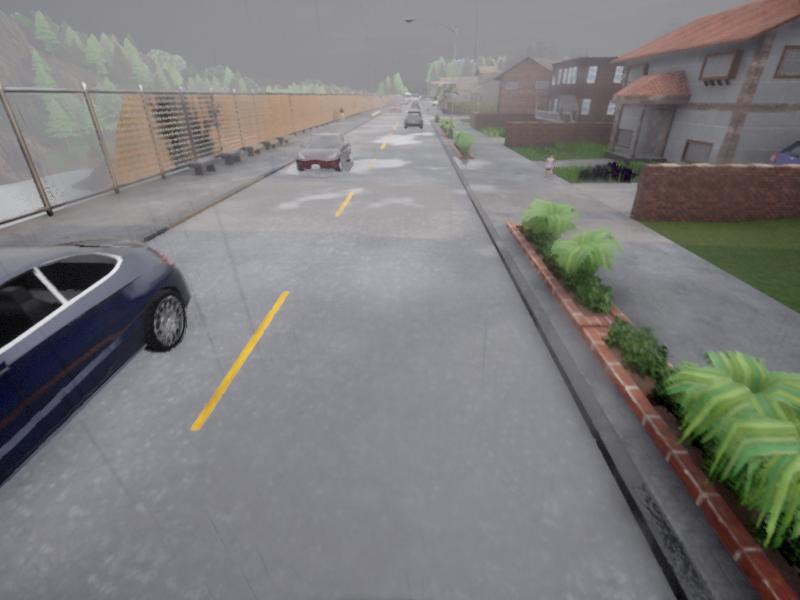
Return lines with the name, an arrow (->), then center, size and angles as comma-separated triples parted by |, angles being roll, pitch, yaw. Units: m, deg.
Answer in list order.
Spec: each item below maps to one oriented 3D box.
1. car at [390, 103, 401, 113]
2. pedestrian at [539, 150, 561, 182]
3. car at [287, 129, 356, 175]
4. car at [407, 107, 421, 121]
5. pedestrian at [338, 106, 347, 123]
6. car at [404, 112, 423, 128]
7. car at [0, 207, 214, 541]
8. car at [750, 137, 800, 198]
car -> -0.922, -39.086, 81.284 | 2.097, 1.767, 4.553 | 1, 27, 2
pedestrian -> 5.651, -5.067, 15.122 | 0.500, 1.100, 0.500 | 1, 27, 2
car -> -3.499, -7.107, 18.979 | 2.163, 1.488, 4.792 | 1, 27, 2
car -> 2.030, -26.267, 56.454 | 1.882, 1.535, 5.008 | 1, 27, 2
pedestrian -> -6.998, -22.615, 48.661 | 0.751, 1.860, 0.751 | 1, 27, 3
car -> 1.502, -19.546, 43.471 | 1.994, 1.385, 4.181 | 1, 27, 2
car -> -4.117, 0.576, 3.771 | 2.152, 1.651, 5.027 | 1, 27, 2
car -> 13.519, -4.053, 12.178 | 3.633, 1.501, 1.845 | 1, 27, 2
